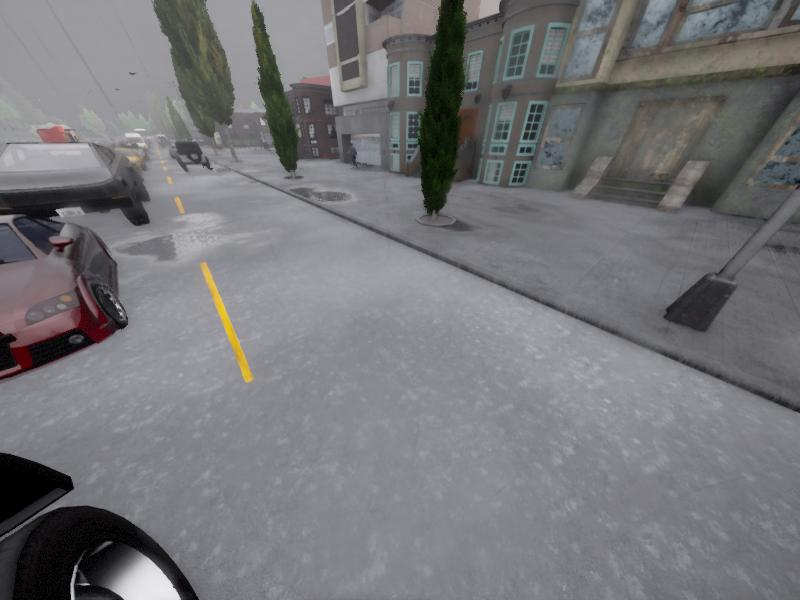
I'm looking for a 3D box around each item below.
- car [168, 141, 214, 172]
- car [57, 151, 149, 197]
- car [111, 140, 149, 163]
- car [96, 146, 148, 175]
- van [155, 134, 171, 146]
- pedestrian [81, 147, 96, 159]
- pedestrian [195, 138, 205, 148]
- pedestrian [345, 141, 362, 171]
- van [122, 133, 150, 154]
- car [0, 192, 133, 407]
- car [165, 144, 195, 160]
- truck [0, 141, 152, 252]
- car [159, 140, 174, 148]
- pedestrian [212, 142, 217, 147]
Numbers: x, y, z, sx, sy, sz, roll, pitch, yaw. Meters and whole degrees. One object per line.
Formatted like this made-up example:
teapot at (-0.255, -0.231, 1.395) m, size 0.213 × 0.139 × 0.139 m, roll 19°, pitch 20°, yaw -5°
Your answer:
car at (-17.075, -11.768, 18.844) m, size 1.905 × 1.878 × 3.866 m, roll -27°, pitch 43°, yaw -33°
car at (-15.007, -6.746, 12.064) m, size 2.128 × 1.511 × 4.902 m, roll -27°, pitch 43°, yaw -33°
car at (-29.025, -16.166, 25.011) m, size 1.932 × 1.855 × 4.605 m, roll -27°, pitch 44°, yaw -33°
car at (-21.476, -11.052, 18.070) m, size 1.801 × 1.575 × 5.366 m, roll -27°, pitch 43°, yaw -33°
van at (-64.882, -43.668, 63.161) m, size 1.988 × 2.561 × 5.915 m, roll -27°, pitch 43°, yaw -33°
pedestrian at (-34.409, -16.242, 25.538) m, size 0.500 × 1.100 × 0.500 m, roll 25°, pitch 42°, yaw 31°
pedestrian at (-43.626, -34.281, 50.396) m, size 0.751 × 1.860 × 0.751 m, roll -30°, pitch 45°, yaw -35°
pedestrian at (-3.551, -10.977, 17.641) m, size 0.751 × 1.860 × 0.751 m, roll -30°, pitch 45°, yaw -35°
van at (-42.349, -25.261, 37.210) m, size 1.988 × 2.561 × 5.915 m, roll -27°, pitch 43°, yaw -33°
car at (-5.586, -0.304, 3.145) m, size 4.181 × 1.385 × 1.994 m, roll 29°, pitch 44°, yaw 35°
car at (-26.277, -17.683, 27.531) m, size 1.970 × 1.475 × 3.806 m, roll -27°, pitch 43°, yaw -33°
truck at (-10.216, -3.817, 7.436) m, size 2.390 × 2.098 × 6.274 m, roll -27°, pitch 43°, yaw -33°
car at (-53.035, -35.415, 52.416) m, size 1.789 × 1.549 × 3.705 m, roll -27°, pitch 43°, yaw -33°
pedestrian at (-43.235, -36.224, 53.837) m, size 0.500 × 1.100 × 0.500 m, roll 27°, pitch 43°, yaw 32°
